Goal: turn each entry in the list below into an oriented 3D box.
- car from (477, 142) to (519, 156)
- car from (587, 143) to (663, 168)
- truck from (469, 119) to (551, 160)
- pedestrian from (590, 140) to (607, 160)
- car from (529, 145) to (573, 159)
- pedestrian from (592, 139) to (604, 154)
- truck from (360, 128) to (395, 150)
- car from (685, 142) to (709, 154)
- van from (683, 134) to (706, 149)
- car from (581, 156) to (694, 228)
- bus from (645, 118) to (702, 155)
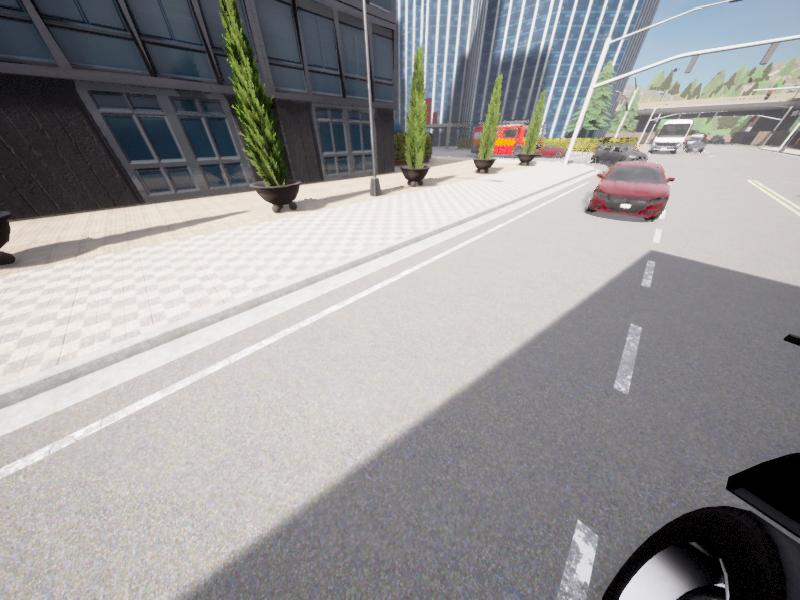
[{"bbox_3d":[14.244,-22.178,33.872,5.238,1.638,1.930,29,45,35],"label":"car"},{"bbox_3d":[20.633,-13.576,21.592,2.242,1.667,4.611,-3,35,-5],"label":"car"},{"bbox_3d":[13.669,-20.566,29.690,8.468,3.827,2.891,29,45,35],"label":"truck"},{"bbox_3d":[22.348,-16.864,26.039,0.751,1.860,0.751,16,38,22],"label":"pedestrian"},{"bbox_3d":[19.484,-19.225,29.880,4.181,1.385,1.994,28,44,34],"label":"car"},{"bbox_3d":[29.803,-23.061,34.783,0.751,1.860,0.751,23,41,30],"label":"pedestrian"},{"bbox_3d":[-5.270,-36.849,52.939,8.468,3.827,2.891,29,45,35],"label":"truck"},{"bbox_3d":[46.933,-24.146,36.606,1.812,1.442,4.674,30,45,35],"label":"car"},{"bbox_3d":[62.262,-33.583,48.941,1.988,2.561,5.915,30,45,35],"label":"van"},{"bbox_3d":[8.387,-4.240,8.540,1.882,1.535,5.008,23,41,30],"label":"car"},{"bbox_3d":[43.224,-25.900,36.685,3.944,4.253,10.273,30,45,35],"label":"bus"}]
